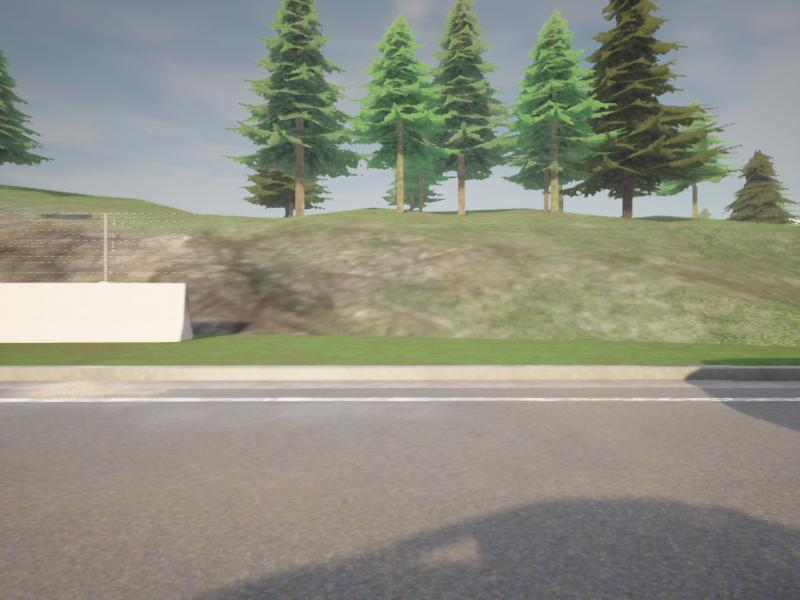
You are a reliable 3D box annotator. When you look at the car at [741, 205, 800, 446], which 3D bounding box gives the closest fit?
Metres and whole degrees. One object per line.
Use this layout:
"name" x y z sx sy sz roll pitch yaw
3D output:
"car" 5.159 0.174 2.181 4.856 1.649 2.033 0 0 0
